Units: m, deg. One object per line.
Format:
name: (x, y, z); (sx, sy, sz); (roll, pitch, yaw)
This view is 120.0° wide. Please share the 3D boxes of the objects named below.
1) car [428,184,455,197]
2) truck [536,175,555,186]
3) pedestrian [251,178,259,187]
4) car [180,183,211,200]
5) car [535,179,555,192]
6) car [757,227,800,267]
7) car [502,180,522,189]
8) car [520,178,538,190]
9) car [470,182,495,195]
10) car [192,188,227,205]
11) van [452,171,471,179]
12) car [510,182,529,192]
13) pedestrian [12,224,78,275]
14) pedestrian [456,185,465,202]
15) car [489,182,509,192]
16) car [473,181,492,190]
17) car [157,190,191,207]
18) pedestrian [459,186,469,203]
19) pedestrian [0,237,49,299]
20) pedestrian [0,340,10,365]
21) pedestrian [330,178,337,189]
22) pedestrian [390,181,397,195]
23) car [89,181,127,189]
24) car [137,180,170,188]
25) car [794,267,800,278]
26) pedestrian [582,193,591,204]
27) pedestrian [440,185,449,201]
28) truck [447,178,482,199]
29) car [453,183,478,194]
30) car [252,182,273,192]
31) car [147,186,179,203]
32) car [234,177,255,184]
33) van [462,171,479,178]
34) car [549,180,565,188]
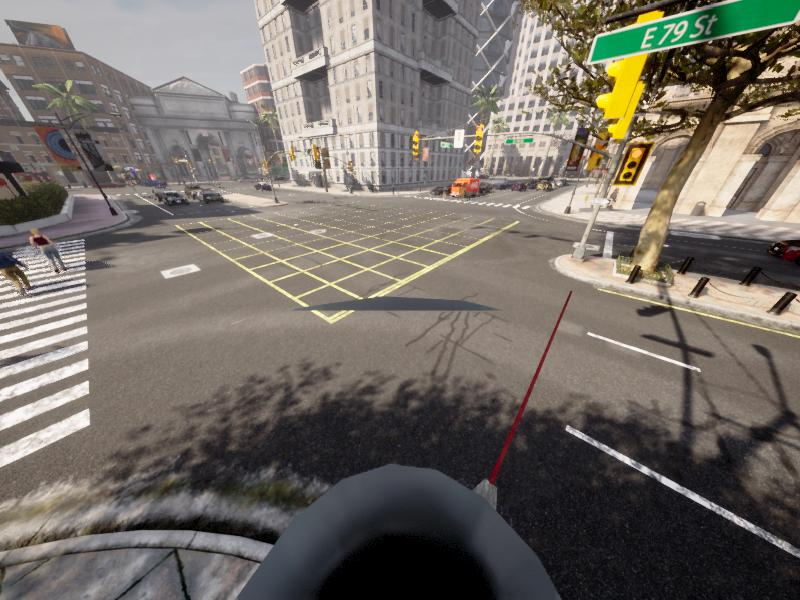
car: (6.576, -17.187, 36.283); (1.837, 1.490, 4.892); (23, 37, 34)
truck: (35.861, -29.371, 56.779); (2.390, 2.098, 6.274); (23, 37, 34)
pedestrian: (-32.167, -26.089, 51.284); (0.751, 1.860, 0.751); (22, 36, 33)
car: (-29.341, -15.610, 33.164); (4.605, 1.855, 1.932); (23, 37, 34)
car: (27.177, -21.452, 43.283); (1.932, 1.855, 4.605); (23, 37, 34)
car: (20.099, -2.053, 10.194); (4.181, 1.385, 1.994); (23, 37, 34)
car: (24.003, -24.817, 49.509); (2.163, 1.488, 4.792); (23, 37, 34)
car: (26.168, -23.563, 46.927); (1.905, 1.878, 3.866); (23, 37, 34)
car: (14.079, -19.007, 39.286); (1.930, 1.638, 5.238); (23, 37, 34)
car: (-24.565, -13.443, 29.759); (4.974, 1.542, 2.038); (23, 37, 34)
van: (23.289, -47.231, 87.376); (6.366, 2.431, 2.351); (15, 33, 25)
car: (22.317, -21.118, 43.108); (1.816, 1.474, 4.193); (23, 37, 34)
pedestrian: (-14.937, -2.138, 9.801); (0.751, 1.860, 0.751); (24, 37, 35)
pedestrian: (7.904, -13.923, 30.211); (0.751, 1.860, 0.751); (12, 32, 20)
car: (19.019, -21.835, 44.454); (1.994, 1.385, 4.181); (23, 37, 34)
car: (16.830, -23.253, 46.913); (1.994, 1.385, 4.181); (22, 37, 33)
car: (-26.955, -12.141, 27.558); (3.806, 1.475, 1.970); (23, 37, 34)
pedestrian: (8.081, -13.426, 29.346); (0.751, 1.860, 0.751); (24, 38, 35)
pedestrian: (-13.591, -1.119, 8.035); (0.751, 1.860, 0.751); (24, 38, 35)
pedestrian: (-9.763, 0.707, 4.873); (0.751, 1.860, 0.751); (25, 38, 36)
pedestrian: (-12.974, -22.698, 45.107); (0.751, 1.860, 0.751); (25, 38, 36)
pedestrian: (-1.030, -17.811, 36.641); (0.751, 1.860, 0.751); (21, 36, 32)
car: (-61.376, -24.230, 48.677); (4.718, 1.301, 1.895); (-22, 37, -33)
car: (-54.952, -26.005, 51.604); (4.674, 1.442, 1.812); (-7, 31, -11)
car: (18.275, -0.610, 7.532); (4.974, 1.542, 2.038); (23, 37, 34)
pedestrian: (21.935, -11.884, 27.136); (0.500, 1.100, 0.500); (23, 37, 34)
pedestrian: (6.013, -14.439, 31.106); (0.751, 1.860, 0.751); (24, 38, 35)
truck: (9.671, -16.725, 34.505); (2.627, 2.467, 5.204); (23, 37, 34)
car: (11.862, -20.305, 41.781); (2.033, 1.411, 5.357); (23, 37, 34)
car: (-26.227, -21.647, 44.022); (3.806, 1.475, 1.970); (23, 37, 34)
car: (-32.069, -14.368, 31.251); (5.238, 1.638, 1.930); (23, 37, 34)
car: (-42.694, -32.956, 63.557); (1.851, 1.617, 3.988); (23, 37, 34)
van: (29.037, -51.653, 95.035); (6.366, 2.431, 2.351); (13, 32, 21)
car: (34.935, -25.758, 51.324); (1.895, 1.301, 4.718); (23, 37, 34)
